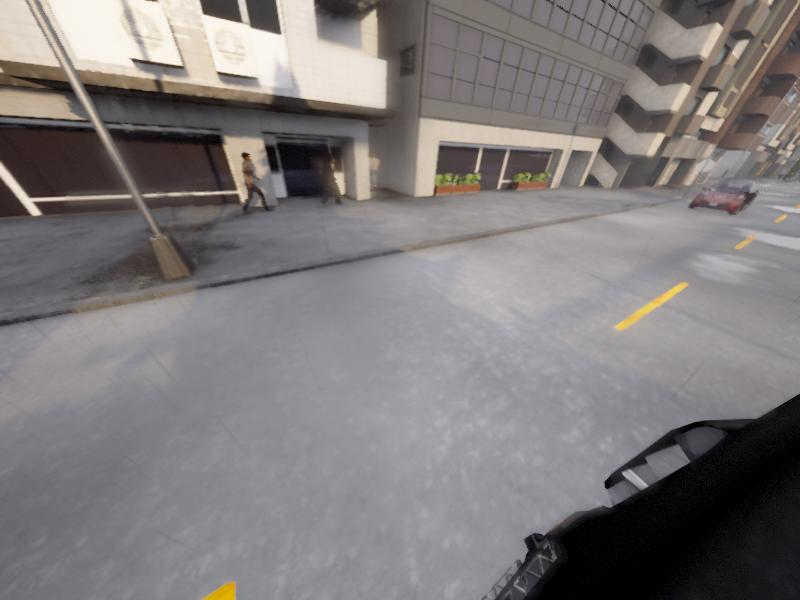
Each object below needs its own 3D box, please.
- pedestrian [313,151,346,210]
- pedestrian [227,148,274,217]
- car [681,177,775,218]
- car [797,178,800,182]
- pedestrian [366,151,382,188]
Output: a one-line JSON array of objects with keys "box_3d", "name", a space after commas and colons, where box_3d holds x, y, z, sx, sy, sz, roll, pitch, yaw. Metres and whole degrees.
[{"box_3d": [-2.651, -4.519, 8.758, 0.751, 1.860, 0.751, -18, 39, -29], "name": "pedestrian"}, {"box_3d": [-4.829, -3.805, 7.522, 0.751, 1.860, 0.751, -19, 39, -29], "name": "pedestrian"}, {"box_3d": [17.107, -5.457, 12.072, 3.633, 1.501, 1.845, -16, 38, -26], "name": "car"}, {"box_3d": [67.613, -20.120, 37.653, 4.553, 1.767, 2.097, -16, 38, -26], "name": "car"}, {"box_3d": [-1.536, -7.690, 13.641, 0.751, 1.860, 0.751, -10, 35, -18], "name": "pedestrian"}]
